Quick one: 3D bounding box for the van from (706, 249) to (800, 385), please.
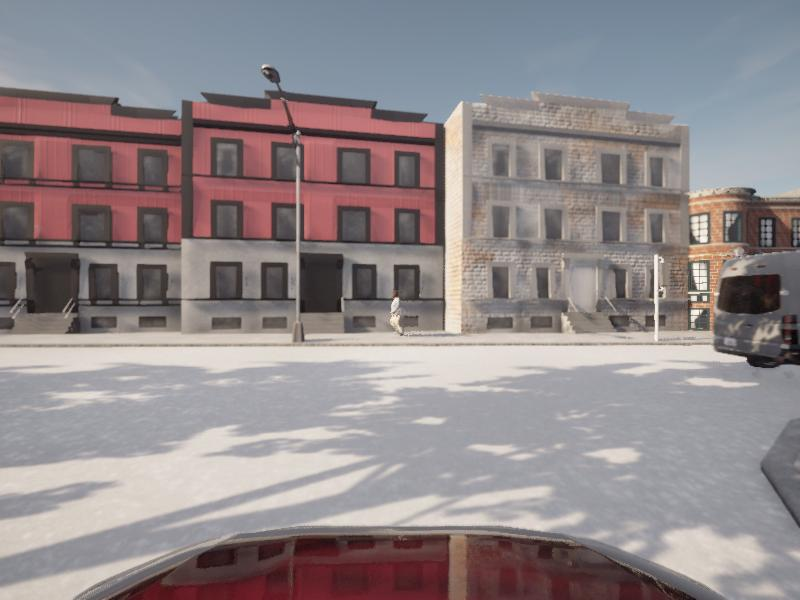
[{"bbox_3d":[10.189,0.319,8.444,5.915,2.561,1.988,0,0,1],"label":"van"}]

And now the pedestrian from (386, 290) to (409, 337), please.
[{"bbox_3d":[-0.106,0.527,16.035,0.751,1.860,0.751,0,0,-12],"label":"pedestrian"}]
